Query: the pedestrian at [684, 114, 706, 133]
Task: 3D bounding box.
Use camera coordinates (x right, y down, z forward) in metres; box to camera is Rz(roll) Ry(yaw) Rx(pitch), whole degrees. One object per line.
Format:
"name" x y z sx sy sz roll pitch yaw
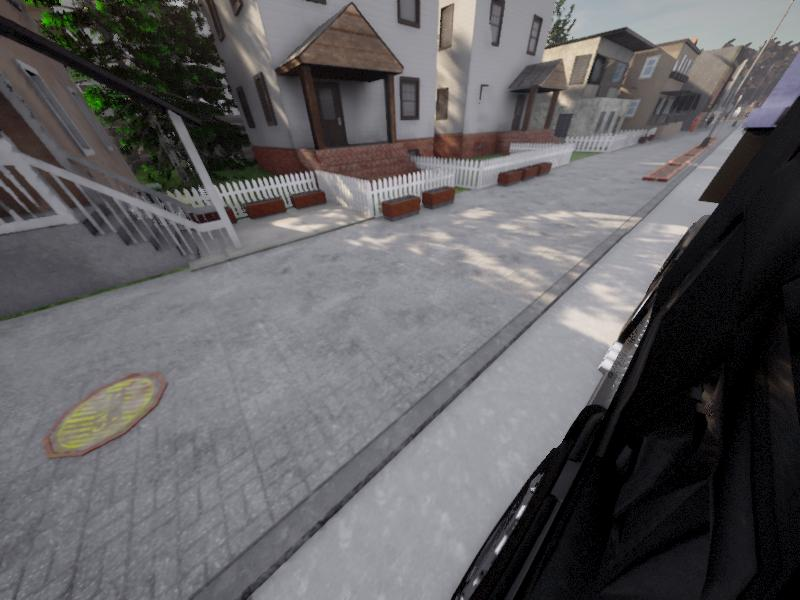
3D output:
"pedestrian" 37.455 -22.413 29.350 0.751 1.860 0.751 -15 39 -16

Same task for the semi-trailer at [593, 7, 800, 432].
"semi-trailer" 8.987 -3.396 3.913 14.254 4.402 2.717 -25 42 -26

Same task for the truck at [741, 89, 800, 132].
"truck" 47.762 -24.212 29.661 8.468 3.827 2.891 -28 44 -30

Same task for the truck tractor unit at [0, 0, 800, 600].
"truck tractor unit" 2.645 -0.295 0.351 6.516 4.208 3.053 -28 44 -30

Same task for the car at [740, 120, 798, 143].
"car" 30.888 -14.199 19.446 4.181 1.385 1.994 -28 44 -30
